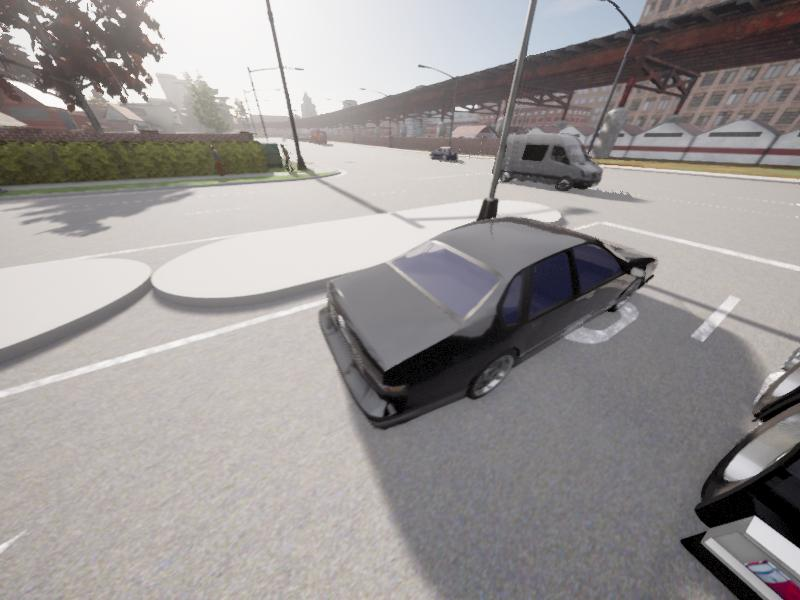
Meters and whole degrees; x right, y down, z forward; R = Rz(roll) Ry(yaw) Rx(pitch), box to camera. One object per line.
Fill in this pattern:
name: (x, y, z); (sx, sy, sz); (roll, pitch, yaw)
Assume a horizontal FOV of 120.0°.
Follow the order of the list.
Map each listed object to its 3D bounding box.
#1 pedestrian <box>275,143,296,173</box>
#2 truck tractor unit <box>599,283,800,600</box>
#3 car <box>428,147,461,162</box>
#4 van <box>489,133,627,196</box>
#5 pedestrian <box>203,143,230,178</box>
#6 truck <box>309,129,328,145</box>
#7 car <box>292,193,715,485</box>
pedestrian: (-8.343, -10.381, 16.904); (0.751, 1.860, 0.751); (-22, 41, -29)
truck tractor unit: (5.140, -0.271, 0.732); (6.516, 4.208, 3.053); (-17, 39, -23)
car: (5.516, -18.494, 29.311); (1.970, 1.475, 3.806); (-18, 39, -24)
van: (8.446, -8.029, 13.374); (1.988, 2.561, 5.915); (-18, 39, -24)
pedestrian: (-11.754, -8.987, 14.875); (0.751, 1.860, 0.751); (-20, 40, -26)
truck: (-25.343, -50.832, 71.885); (2.891, 3.827, 8.468); (-18, 40, -24)
car: (1.654, -0.350, 3.294); (5.357, 1.411, 2.033); (-18, 39, -25)
